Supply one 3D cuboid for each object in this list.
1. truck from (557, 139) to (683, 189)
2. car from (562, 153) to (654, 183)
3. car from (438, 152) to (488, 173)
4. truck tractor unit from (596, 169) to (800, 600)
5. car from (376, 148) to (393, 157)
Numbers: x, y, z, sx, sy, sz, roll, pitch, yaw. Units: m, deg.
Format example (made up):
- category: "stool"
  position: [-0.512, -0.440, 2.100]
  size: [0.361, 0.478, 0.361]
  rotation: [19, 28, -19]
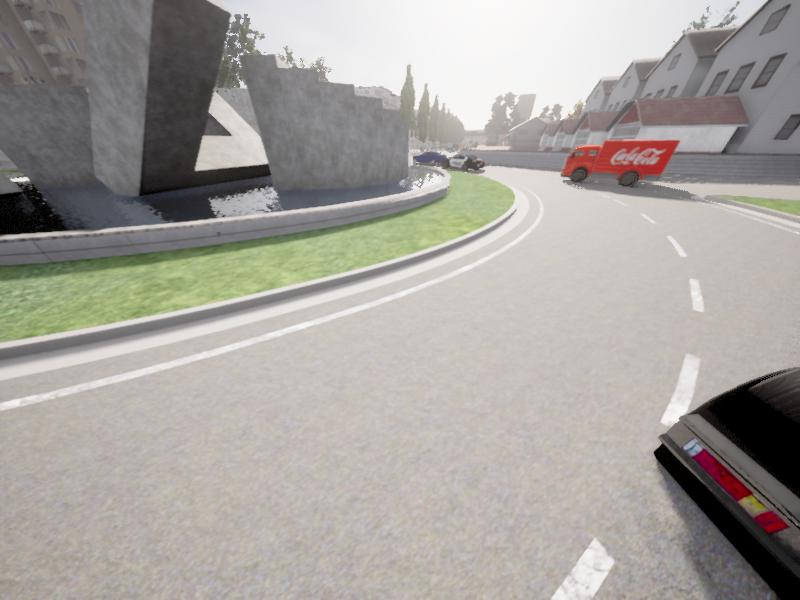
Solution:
- category: "truck"
  position: [14.101, -9.134, 15.370]
  size: [5.204, 2.467, 2.627]
  rotation: [24, 41, 32]
- category: "car"
  position: [15.964, -10.422, 18.024]
  size: [4.856, 1.649, 2.033]
  rotation: [25, 42, 32]
- category: "car"
  position: [6.552, -14.754, 24.596]
  size: [2.038, 1.542, 4.974]
  rotation: [-19, 39, -26]
- category: "truck tractor unit"
  position: [5.357, 0.150, 0.130]
  size: [6.516, 4.208, 3.053]
  rotation: [-2, 33, -3]
- category: "car"
  position: [-3.295, -32.471, 50.843]
  size: [2.038, 1.542, 4.974]
  rotation: [9, 35, 14]
